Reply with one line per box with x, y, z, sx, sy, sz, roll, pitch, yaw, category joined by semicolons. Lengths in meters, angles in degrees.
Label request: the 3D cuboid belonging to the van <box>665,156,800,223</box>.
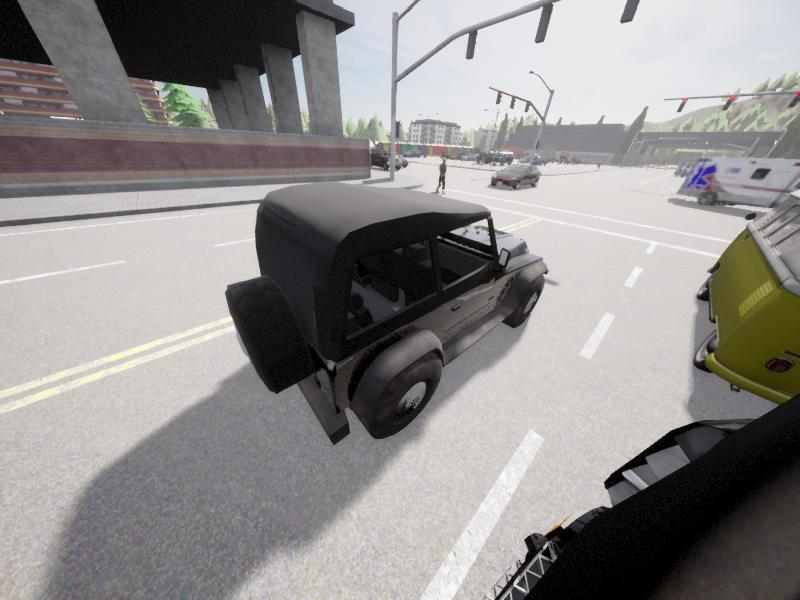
19.064;-5.870;11.987;2.351;2.431;6.366;-5;34;-11;van

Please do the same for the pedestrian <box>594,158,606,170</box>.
36.193;-24.612;41.781;0.751;1.860;0.751;-26;43;-36;pedestrian

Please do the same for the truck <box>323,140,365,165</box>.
-7.121;-18.771;29.365;2.627;2.467;5.204;-25;42;-35;truck

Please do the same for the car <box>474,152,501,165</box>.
15.573;-25.142;41.038;4.605;1.855;1.932;-24;42;-35;car

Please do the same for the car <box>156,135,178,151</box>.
-37.485;-25.263;37.131;1.905;1.878;3.866;-24;42;-35;car

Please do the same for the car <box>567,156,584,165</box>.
46.725;-37.069;61.375;4.605;1.855;1.932;-24;42;-35;car

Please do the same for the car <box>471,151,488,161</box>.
19.425;-35.270;56.600;3.866;1.878;1.905;-24;42;-35;car

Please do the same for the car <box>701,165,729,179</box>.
53.149;-21.715;39.084;4.553;1.767;2.097;-24;42;-35;car

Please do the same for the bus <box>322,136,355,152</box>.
-21.739;-55.606;82.253;10.273;4.253;3.944;-24;42;-35;bus

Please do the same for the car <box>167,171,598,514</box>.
0.273;-0.350;2.784;3.866;1.878;1.905;-24;42;-35;car

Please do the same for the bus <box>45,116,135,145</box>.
-65.291;-36.017;49.430;10.273;4.253;3.944;-24;42;-35;bus

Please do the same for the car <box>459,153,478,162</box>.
14.799;-30.858;50.033;3.806;1.475;1.970;-24;42;-35;car

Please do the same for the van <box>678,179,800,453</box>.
5.426;-0.145;2.781;4.442;1.987;1.775;-24;42;-35;van

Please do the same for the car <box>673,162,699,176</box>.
52.890;-24.275;42.694;5.566;2.045;2.150;-24;42;-35;car

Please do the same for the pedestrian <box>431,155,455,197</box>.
2.285;-6.625;12.379;0.751;1.860;0.751;-9;35;-17;pedestrian

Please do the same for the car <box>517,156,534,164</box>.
29.945;-33.435;55.064;3.806;1.475;1.970;-24;42;-35;car

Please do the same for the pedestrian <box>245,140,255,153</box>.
-26.305;-26.993;40.536;0.751;1.860;0.751;-24;42;-34;pedestrian

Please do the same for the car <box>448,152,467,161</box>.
12.895;-32.154;51.786;3.905;1.438;1.784;-24;42;-35;car

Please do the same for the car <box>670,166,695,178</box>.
47.211;-21.418;38.543;5.357;1.411;2.033;-25;42;-35;car

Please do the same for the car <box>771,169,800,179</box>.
90.187;-28.801;52.790;1.801;1.575;5.366;-24;42;-35;car

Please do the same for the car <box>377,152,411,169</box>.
-0.822;-17.116;28.250;1.816;1.474;4.193;-25;42;-35;car

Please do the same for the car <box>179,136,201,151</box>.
-35.278;-26.259;38.800;1.905;1.878;3.866;-24;42;-35;car

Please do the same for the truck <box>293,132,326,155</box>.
-19.118;-33.068;48.778;2.891;3.827;8.468;-25;42;-35;truck

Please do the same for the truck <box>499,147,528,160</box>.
41.503;-53.759;84.647;2.891;3.827;8.468;-23;41;-33;truck

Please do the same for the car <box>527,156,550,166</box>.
28.818;-28.850;47.938;4.611;1.667;2.242;-24;42;-35;car

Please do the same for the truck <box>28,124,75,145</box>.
-54.983;-26.149;36.671;2.615;2.467;5.204;-24;42;-35;truck

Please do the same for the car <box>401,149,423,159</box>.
2.699;-33.634;53.170;4.611;1.667;2.242;-24;42;-35;car

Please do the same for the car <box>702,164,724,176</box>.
63.711;-26.539;47.080;3.866;1.878;1.905;-24;42;-35;car

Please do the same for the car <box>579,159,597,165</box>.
57.016;-41.881;70.129;1.970;1.475;3.806;-24;42;-34;car

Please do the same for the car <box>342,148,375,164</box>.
-5.929;-20.544;32.877;1.930;1.638;5.238;-25;42;-35;car

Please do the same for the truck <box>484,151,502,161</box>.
24.217;-37.512;60.166;4.478;2.038;2.069;-24;42;-35;truck

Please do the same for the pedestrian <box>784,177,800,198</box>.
30.978;-8.889;17.689;0.751;1.860;0.751;-25;42;-35;pedestrian

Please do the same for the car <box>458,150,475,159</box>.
18.758;-41.019;65.210;4.605;1.855;1.932;-24;42;-35;car

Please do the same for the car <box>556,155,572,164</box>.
44.860;-38.355;63.176;3.866;1.878;1.905;-24;42;-35;car

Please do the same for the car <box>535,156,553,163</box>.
38.222;-37.174;61.316;5.357;1.415;2.033;-24;42;-35;car

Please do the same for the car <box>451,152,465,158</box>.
16.890;-42.137;67.133;3.905;1.438;1.784;-24;42;-35;car

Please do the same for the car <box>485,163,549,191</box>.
8.686;-9.187;17.058;4.792;1.488;2.163;-24;42;-35;car

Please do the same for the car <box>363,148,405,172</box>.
-1.822;-15.032;24.670;1.932;1.855;4.605;-25;42;-35;car

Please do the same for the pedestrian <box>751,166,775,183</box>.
47.030;-16.213;29.943;0.751;1.860;0.751;-24;42;-35;pedestrian

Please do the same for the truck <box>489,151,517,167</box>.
17.536;-23.974;39.256;4.478;2.038;2.069;-24;42;-35;truck

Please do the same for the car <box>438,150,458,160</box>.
11.098;-33.490;53.281;4.605;1.855;1.932;-24;42;-35;car
